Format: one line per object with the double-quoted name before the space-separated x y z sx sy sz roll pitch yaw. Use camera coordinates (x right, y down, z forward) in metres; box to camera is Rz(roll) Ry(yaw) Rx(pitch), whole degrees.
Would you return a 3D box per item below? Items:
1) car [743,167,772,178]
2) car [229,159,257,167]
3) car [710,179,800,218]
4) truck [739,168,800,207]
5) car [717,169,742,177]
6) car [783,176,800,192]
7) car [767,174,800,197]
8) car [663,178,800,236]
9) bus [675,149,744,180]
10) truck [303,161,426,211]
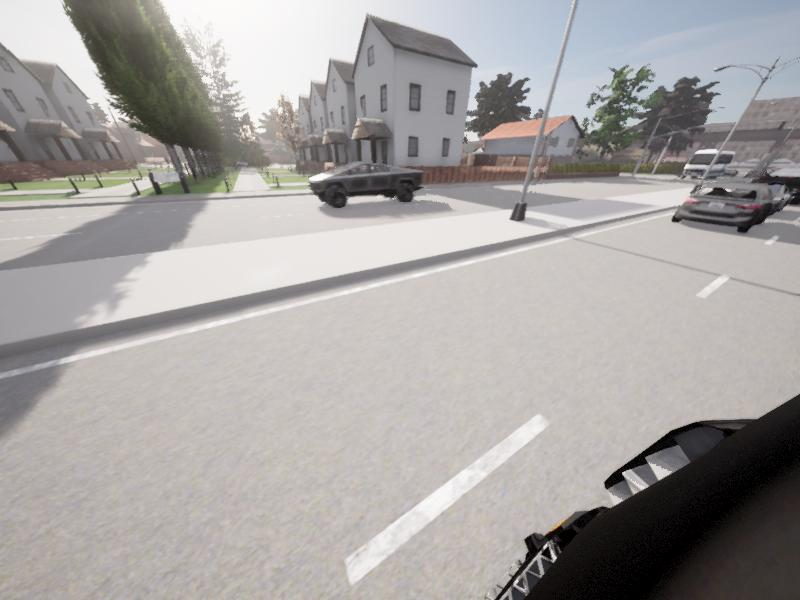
"car" 71.493 -25.431 46.150 4.553 1.767 2.097 -16 35 -25
"car" -36.746 -32.049 54.133 2.038 1.542 4.974 28 40 36
"car" 20.154 -5.811 12.943 4.974 1.542 2.038 -16 35 -25
"truck" 27.754 -8.227 16.555 6.274 2.098 2.390 -16 35 -25
"car" 69.654 -26.842 48.782 4.181 1.385 1.994 -16 35 -25
"car" 42.293 -12.049 23.966 4.718 1.301 1.895 -16 35 -25
"car" 35.384 -10.171 20.480 4.974 1.542 2.038 -16 35 -26
"car" 14.247 -4.179 9.980 4.611 1.667 2.242 -16 35 -26
"bus" 53.340 -23.316 39.827 10.273 4.253 3.944 -16 35 -25
"truck" -1.838 -6.676 13.200 6.274 2.098 2.390 -16 35 -25
